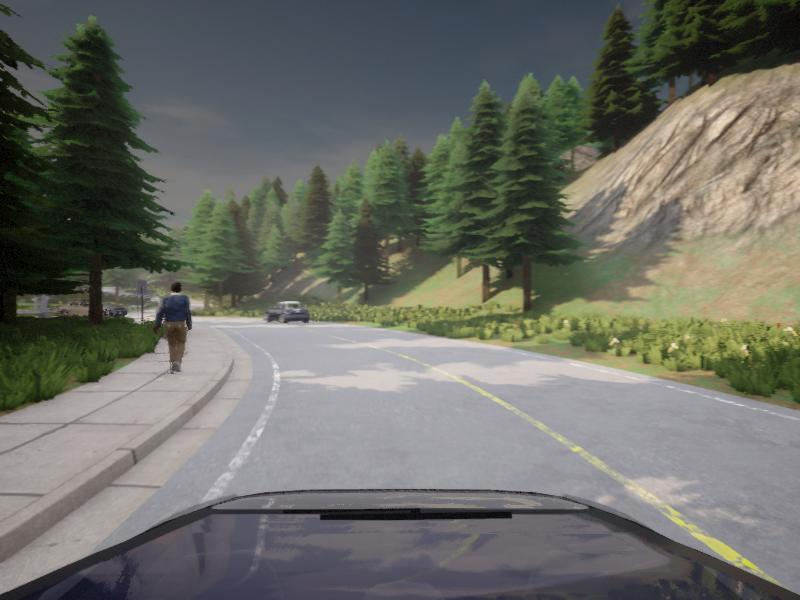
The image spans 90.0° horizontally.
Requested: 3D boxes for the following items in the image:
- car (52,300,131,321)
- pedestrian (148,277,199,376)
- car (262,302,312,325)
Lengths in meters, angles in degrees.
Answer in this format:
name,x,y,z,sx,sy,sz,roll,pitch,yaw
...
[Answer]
name,x,y,z,sx,sy,sz,roll,pitch,yaw
car,-25.545,0.841,33.236,5.027,1.651,2.152,0,0,4
pedestrian,-4.470,0.496,7.956,0.751,1.860,0.751,0,0,-18
car,-8.023,0.881,28.176,1.970,1.475,3.806,0,0,-40
